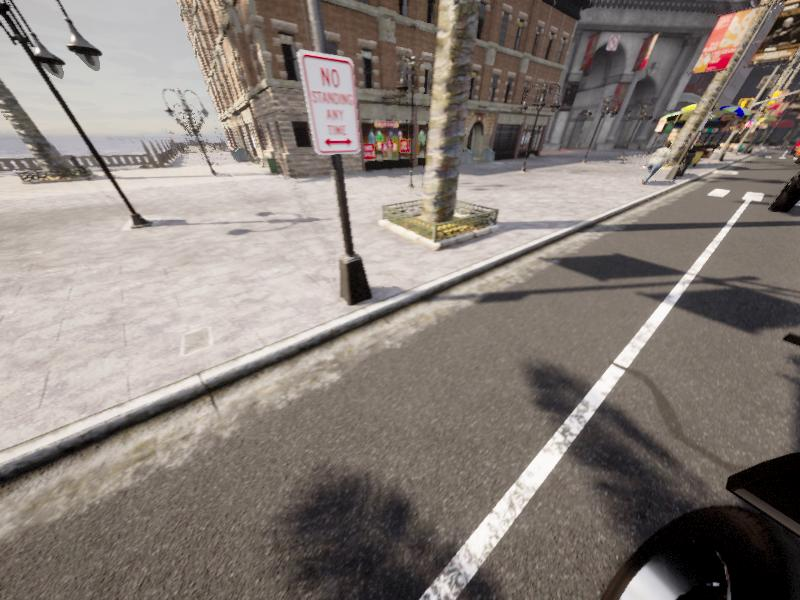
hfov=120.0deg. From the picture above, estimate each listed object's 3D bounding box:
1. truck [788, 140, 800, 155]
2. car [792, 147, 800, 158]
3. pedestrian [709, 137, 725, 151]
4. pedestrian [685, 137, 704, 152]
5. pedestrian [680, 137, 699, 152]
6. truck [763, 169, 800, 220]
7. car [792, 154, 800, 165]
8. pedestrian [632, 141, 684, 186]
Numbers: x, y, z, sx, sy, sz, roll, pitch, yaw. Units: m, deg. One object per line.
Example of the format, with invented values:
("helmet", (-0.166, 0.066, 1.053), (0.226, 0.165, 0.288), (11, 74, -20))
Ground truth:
("truck", (58.508, -22.653, 32.157), (8.468, 3.827, 2.891), (-22, 41, -28))
("car", (48.800, -17.819, 27.156), (4.553, 1.767, 2.097), (-22, 41, -28))
("pedestrian", (50.924, -25.114, 37.098), (0.751, 1.860, 0.751), (-30, 45, -35))
("pedestrian", (44.207, -23.379, 34.698), (0.751, 1.860, 0.751), (5, 36, 7))
("pedestrian", (44.340, -23.880, 35.411), (0.751, 1.860, 0.751), (4, 35, 5))
("truck", (15.664, -4.207, 7.904), (6.274, 2.098, 2.390), (-22, 40, -27))
("car", (37.321, -12.971, 20.600), (3.705, 1.549, 1.789), (-22, 41, -28))
("pedestrian", (12.671, -6.756, 11.437), (0.751, 1.860, 0.751), (-11, 37, -14))
